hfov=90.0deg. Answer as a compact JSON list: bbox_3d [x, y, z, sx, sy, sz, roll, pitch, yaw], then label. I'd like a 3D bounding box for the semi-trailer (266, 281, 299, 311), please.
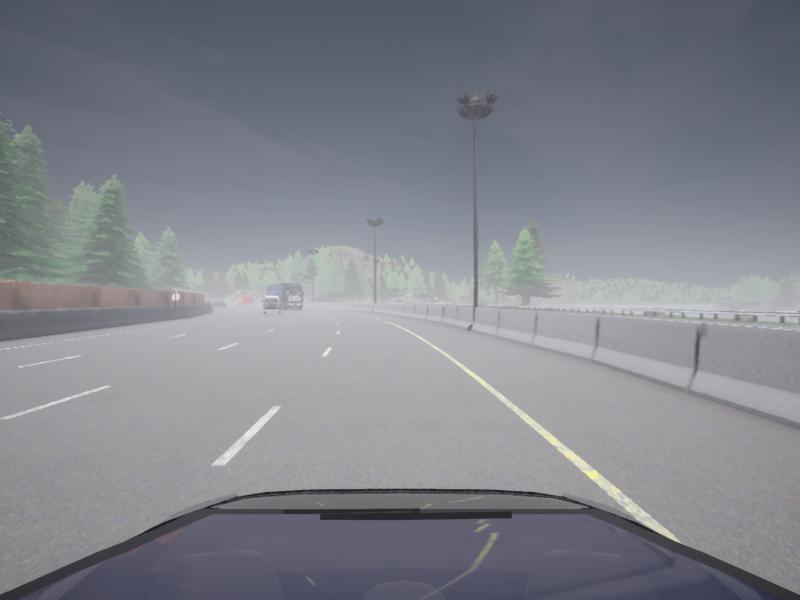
[{"bbox_3d":[-19.983,-0.611,67.427,2.717,4.402,14.254,0,0,-27],"label":"semi-trailer"}]

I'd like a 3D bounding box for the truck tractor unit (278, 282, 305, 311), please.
[{"bbox_3d":[-16.458,-0.513,60.341,3.053,4.208,6.516,0,0,-24],"label":"truck tractor unit"}]

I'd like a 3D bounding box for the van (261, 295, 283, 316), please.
[{"bbox_3d":[-13.692,0.579,42.864,2.069,2.038,4.480,1,0,-17],"label":"van"}]
